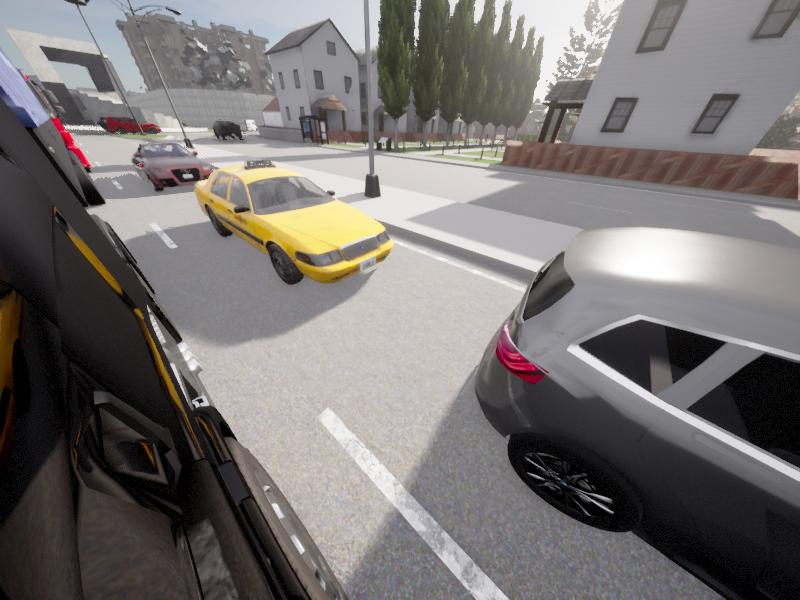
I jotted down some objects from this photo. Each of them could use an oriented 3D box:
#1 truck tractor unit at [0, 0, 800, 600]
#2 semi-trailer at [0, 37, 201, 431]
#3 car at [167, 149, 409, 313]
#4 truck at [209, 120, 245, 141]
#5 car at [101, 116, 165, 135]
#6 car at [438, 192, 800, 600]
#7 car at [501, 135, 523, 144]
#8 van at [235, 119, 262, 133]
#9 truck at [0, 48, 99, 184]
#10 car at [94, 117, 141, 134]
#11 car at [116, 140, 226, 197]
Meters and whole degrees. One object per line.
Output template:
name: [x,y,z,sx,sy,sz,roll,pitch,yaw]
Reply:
truck tractor unit: [-2.645,-0.295,0.351,6.516,4.208,3.053,28,44,30]
semi-trailer: [-8.671,-3.615,4.266,14.254,4.402,2.717,28,44,30]
car: [-2.521,-1.934,4.751,5.366,1.575,1.801,28,44,30]
truck: [-23.783,-23.293,31.717,2.390,2.098,6.274,-26,45,-33]
car: [-37.966,-24.873,33.043,5.566,2.045,2.150,-29,47,-35]
car: [2.860,0.927,1.156,4.611,1.667,2.242,28,44,30]
car: [29.050,-41.648,59.849,2.033,1.649,4.856,-13,39,-19]
van: [-35.931,-41.387,54.997,2.351,2.431,6.366,1,37,-2]
truck: [-17.148,-7.974,10.118,8.468,3.827,2.891,28,44,30]
car: [-41.562,-25.760,34.147,3.866,1.878,1.905,-25,45,-32]
car: [-9.096,-5.385,9.169,4.181,1.385,1.994,28,44,30]
